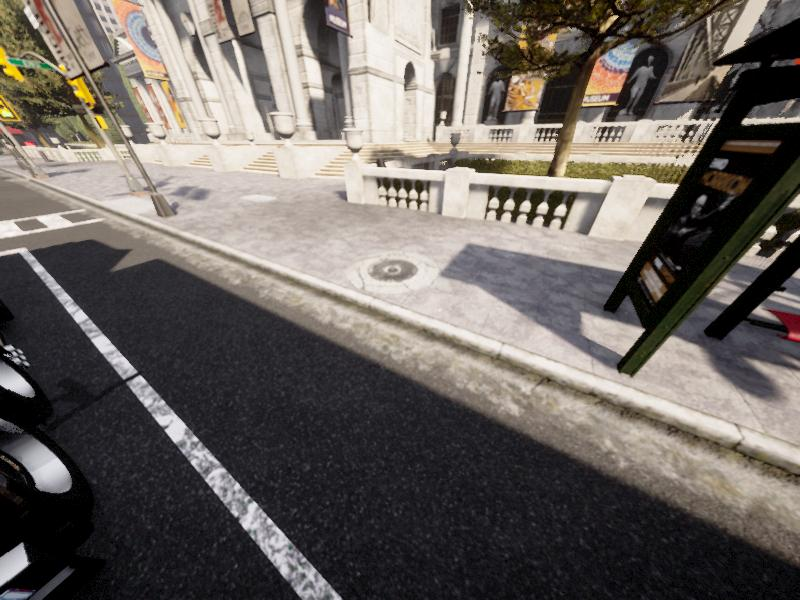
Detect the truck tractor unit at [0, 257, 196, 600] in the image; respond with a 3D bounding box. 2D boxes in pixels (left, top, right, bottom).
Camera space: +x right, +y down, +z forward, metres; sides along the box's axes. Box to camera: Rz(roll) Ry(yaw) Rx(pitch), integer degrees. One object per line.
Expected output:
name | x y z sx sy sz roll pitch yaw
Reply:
truck tractor unit | -5.099 -0.312 0.795 6.516 4.208 3.053 19 39 25
